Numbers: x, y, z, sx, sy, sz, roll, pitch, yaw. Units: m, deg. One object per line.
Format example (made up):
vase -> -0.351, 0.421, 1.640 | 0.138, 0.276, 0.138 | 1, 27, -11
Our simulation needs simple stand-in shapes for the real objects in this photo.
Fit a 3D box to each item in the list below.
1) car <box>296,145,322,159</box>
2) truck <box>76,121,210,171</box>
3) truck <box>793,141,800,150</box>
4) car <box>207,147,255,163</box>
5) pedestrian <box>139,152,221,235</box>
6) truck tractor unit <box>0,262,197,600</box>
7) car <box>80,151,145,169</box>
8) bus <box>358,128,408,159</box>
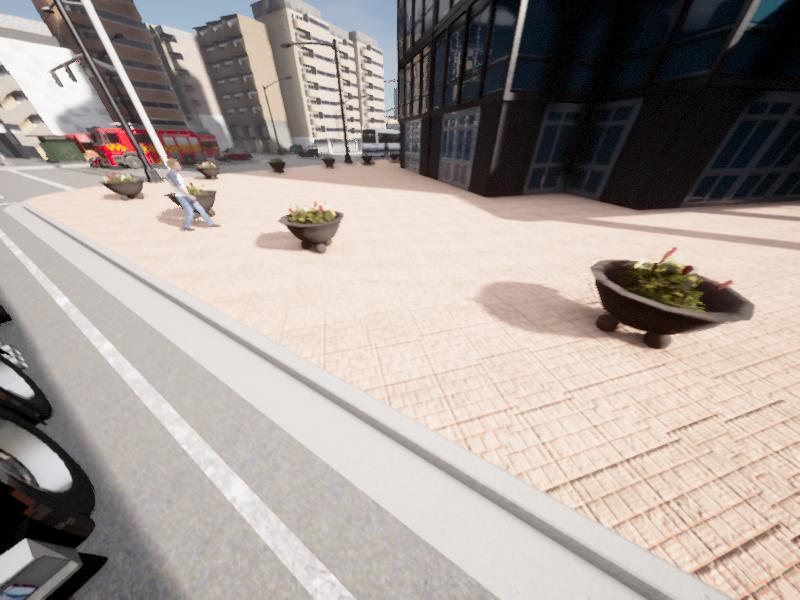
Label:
car -> -16.178, -26.482, 41.280 | 1.905, 1.878, 3.866 | 17, 37, 23
truck -> -26.865, -16.660, 25.049 | 2.891, 3.827, 8.468 | 18, 38, 24
truck -> 83.160, -31.249, 44.822 | 2.891, 3.827, 8.468 | 19, 39, 25
car -> -22.814, -19.796, 31.469 | 2.097, 1.767, 4.553 | 18, 38, 24
pedestrian -> -5.729, -2.825, 6.185 | 0.751, 1.860, 0.751 | -12, 37, -17
truck tractor unit -> -5.108, -0.304, 0.783 | 6.516, 4.208, 3.053 | 18, 39, 24
car -> -31.215, -15.356, 25.216 | 1.970, 1.475, 3.806 | 18, 38, 24
bus -> -2.810, -28.719, 42.528 | 3.944, 4.253, 10.273 | 18, 38, 24
